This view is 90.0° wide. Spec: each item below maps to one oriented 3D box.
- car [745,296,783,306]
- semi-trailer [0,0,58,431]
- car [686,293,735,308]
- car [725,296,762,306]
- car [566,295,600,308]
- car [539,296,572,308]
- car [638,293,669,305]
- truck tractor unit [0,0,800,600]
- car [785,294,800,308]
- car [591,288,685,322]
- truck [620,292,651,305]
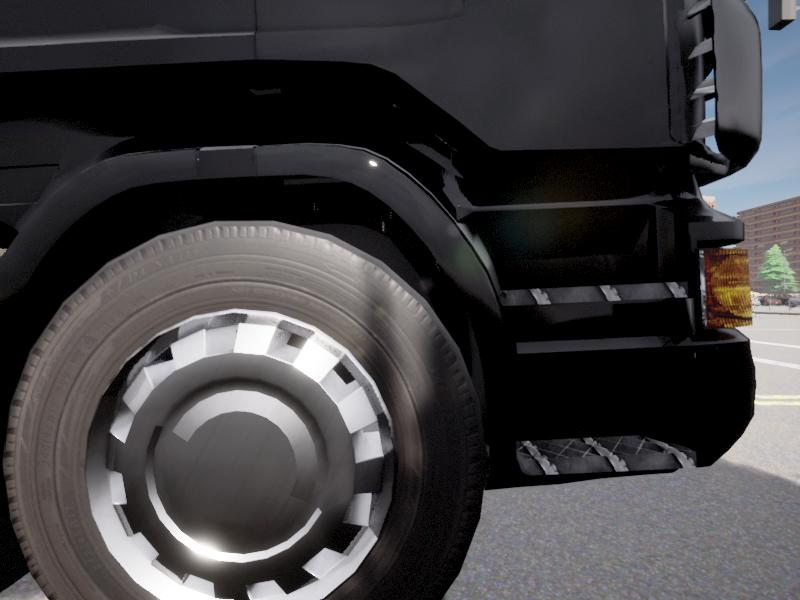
[{"bbox_3d":[51.045,0.111,56.154,1.784,1.438,3.905,0,0,0],"label":"car"},{"bbox_3d":[-10.165,-1.219,2.191,14.254,4.402,2.717,0,0,0],"label":"semi-trailer"},{"bbox_3d":[36.747,0.069,47.501,2.242,1.667,4.611,0,0,0],"label":"car"},{"bbox_3d":[48.150,0.142,56.157,1.970,1.475,3.806,0,0,0],"label":"car"},{"bbox_3d":[22.636,0.224,49.715,1.882,1.535,5.008,0,0,0],"label":"car"},{"bbox_3d":[19.135,0.252,49.519,2.163,1.488,4.792,0,0,0],"label":"car"},{"bbox_3d":[39.639,-0.101,62.614,1.932,1.855,4.605,0,0,0],"label":"car"},{"bbox_3d":[-2.253,-1.116,2.198,6.516,4.208,3.053,0,0,0],"label":"truck tractor unit"},{"bbox_3d":[42.368,0.142,41.060,1.970,1.475,3.806,0,0,0],"label":"car"},{"bbox_3d":[12.193,0.227,20.998,2.038,1.542,4.974,0,0,1],"label":"car"},{"bbox_3d":[36.744,-0.195,62.547,2.069,2.038,4.478,0,0,0],"label":"truck"}]
